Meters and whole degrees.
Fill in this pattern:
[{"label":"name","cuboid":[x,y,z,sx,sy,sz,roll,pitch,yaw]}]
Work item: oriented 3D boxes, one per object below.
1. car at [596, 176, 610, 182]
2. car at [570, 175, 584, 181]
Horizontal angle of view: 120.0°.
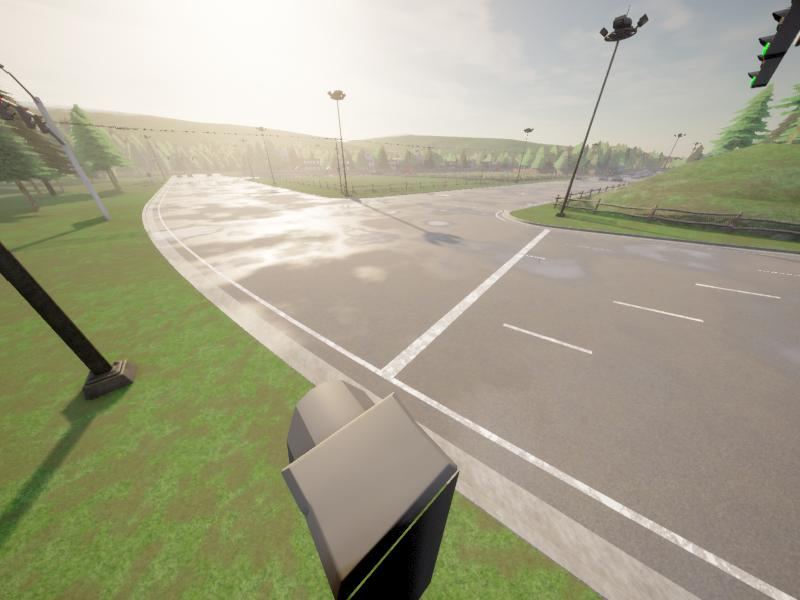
[{"label":"car","cuboid":[63.094,-37.584,71.734,4.181,1.385,1.994,-23,37,-34]},{"label":"car","cuboid":[58.585,-40.387,76.316,5.238,1.638,1.930,-23,37,-34]}]
